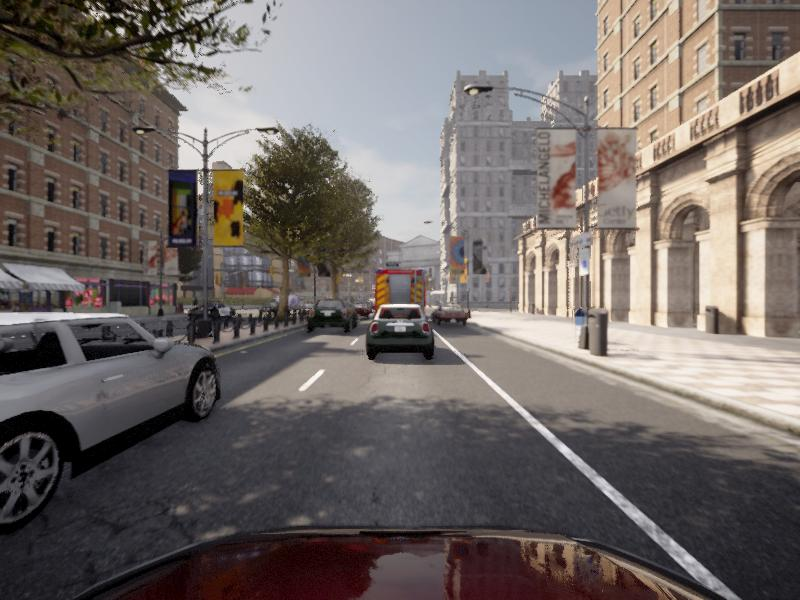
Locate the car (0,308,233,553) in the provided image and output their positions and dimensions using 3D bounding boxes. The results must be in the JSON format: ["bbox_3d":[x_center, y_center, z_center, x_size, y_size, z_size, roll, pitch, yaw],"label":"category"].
[{"bbox_3d":[-3.502,0.857,4.132,1.970,1.475,3.806,0,0,0],"label":"car"}]

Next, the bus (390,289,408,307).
[{"bbox_3d":[-0.185,-0.442,95.742,3.944,4.253,10.273,0,0,1],"label":"bus"}]

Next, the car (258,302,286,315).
[{"bbox_3d":[-15.002,0.915,47.130,1.812,1.442,4.674,0,0,0],"label":"car"}]

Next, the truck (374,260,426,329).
[{"bbox_3d":[0.005,-0.295,26.361,2.891,3.827,8.468,0,0,0],"label":"truck"}]

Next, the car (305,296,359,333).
[{"bbox_3d":[-3.502,0.715,21.503,2.097,1.767,4.553,0,0,0],"label":"car"}]

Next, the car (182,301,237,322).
[{"bbox_3d":[-15.006,0.857,31.849,2.038,1.542,4.974,0,0,0],"label":"car"}]

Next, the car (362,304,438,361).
[{"bbox_3d":[0.002,0.865,12.343,1.970,1.475,3.806,0,0,0],"label":"car"}]

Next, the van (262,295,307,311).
[{"bbox_3d":[-18.115,0.438,62.765,6.366,2.431,2.351,0,0,14],"label":"van"}]

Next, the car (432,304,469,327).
[{"bbox_3d":[3.247,0.964,26.676,1.895,1.301,4.718,0,0,0],"label":"car"}]

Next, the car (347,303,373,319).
[{"bbox_3d":[-3.502,0.979,35.997,1.895,1.301,4.718,0,0,0],"label":"car"}]
